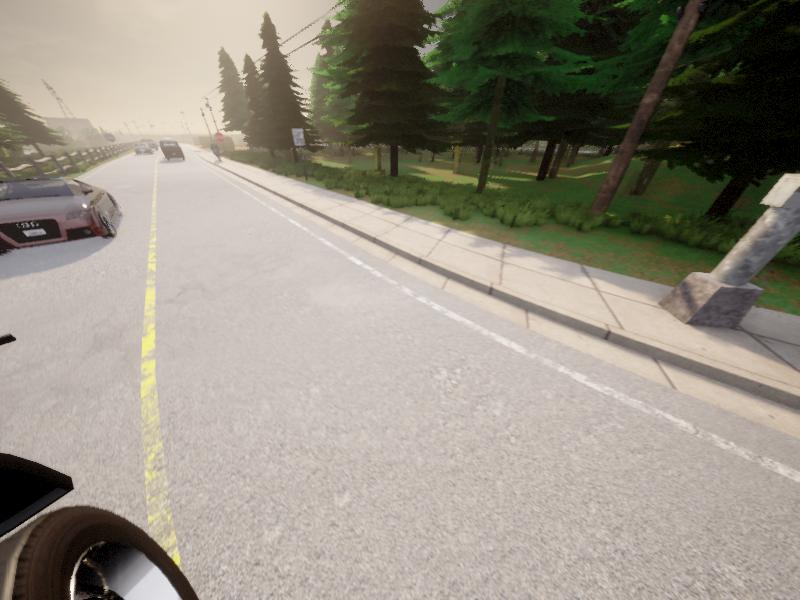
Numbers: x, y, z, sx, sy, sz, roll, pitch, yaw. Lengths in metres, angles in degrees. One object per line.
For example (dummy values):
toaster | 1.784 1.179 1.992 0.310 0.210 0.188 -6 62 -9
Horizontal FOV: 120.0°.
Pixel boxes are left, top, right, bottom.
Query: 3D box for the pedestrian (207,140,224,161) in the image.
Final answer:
pedestrian | -19.944 -16.157 25.029 0.751 1.860 0.751 -27 43 -34

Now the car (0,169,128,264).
car | -9.450 -2.527 6.298 1.994 1.385 4.181 -26 42 -32

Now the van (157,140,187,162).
van | -27.302 -17.925 27.674 1.775 1.987 4.442 -25 42 -32

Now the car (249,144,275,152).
car | -29.399 -32.467 49.181 4.181 1.385 1.994 -28 44 -34

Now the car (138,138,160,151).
car | -51.896 -32.193 47.829 2.150 2.045 5.566 -25 42 -31

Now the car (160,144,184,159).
car | -31.233 -20.503 31.764 1.837 1.490 4.892 -24 41 -30

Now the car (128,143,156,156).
car | -39.769 -23.361 35.756 2.128 1.511 4.902 -24 42 -31
